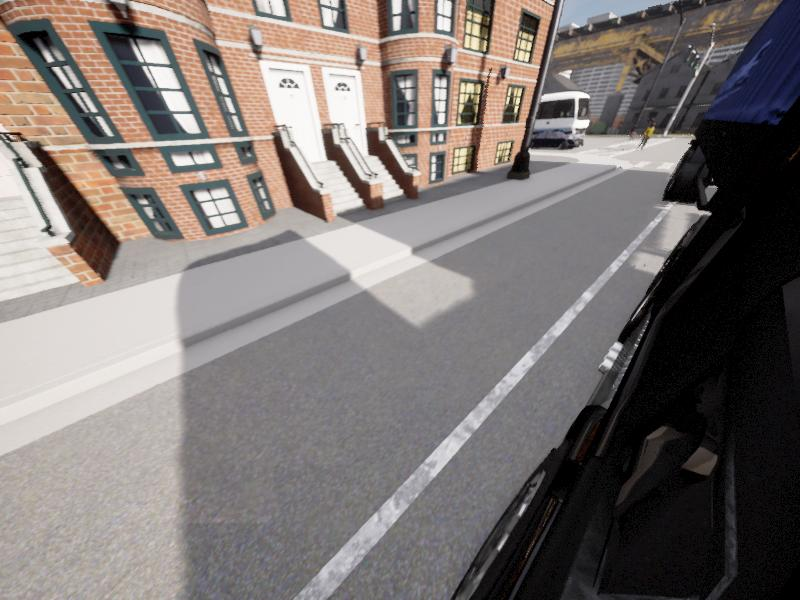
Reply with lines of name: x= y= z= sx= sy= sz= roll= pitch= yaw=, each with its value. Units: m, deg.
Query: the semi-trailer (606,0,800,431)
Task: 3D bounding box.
semi-trailer: x=8.290 y=-3.851 z=4.598 sx=2.717 sy=4.402 sz=14.254 roll=29 pitch=47 yaw=35

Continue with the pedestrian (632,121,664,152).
pedestrian: x=18.662 y=-12.360 z=17.457 sx=0.751 sy=1.860 sz=0.751 roll=9 pitch=38 yaw=16

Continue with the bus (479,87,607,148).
bus: x=14.395 y=-19.138 z=24.833 sx=3.944 sy=4.253 sz=10.273 roll=-28 pitch=43 yaw=-30

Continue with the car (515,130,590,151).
car: x=14.008 y=-14.916 z=21.589 sx=2.033 sy=1.411 sz=5.357 roll=-28 pitch=44 yaw=-30

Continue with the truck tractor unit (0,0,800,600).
truck tractor unit: x=2.645 y=-0.295 z=0.351 sx=6.516 sy=4.208 sz=3.053 roll=-28 pitch=44 yaw=-30
